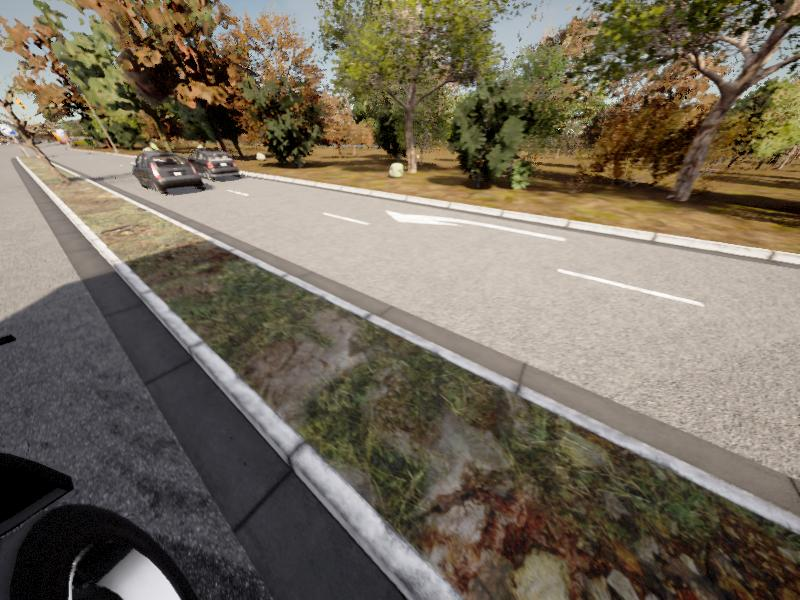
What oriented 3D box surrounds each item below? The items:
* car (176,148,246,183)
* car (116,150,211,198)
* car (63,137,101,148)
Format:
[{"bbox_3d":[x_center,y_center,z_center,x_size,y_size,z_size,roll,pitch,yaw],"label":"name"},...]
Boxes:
[{"bbox_3d":[-11.802,-8.472,14.429,3.705,1.549,1.789,22,41,28],"label":"car"},{"bbox_3d":[-11.513,-6.270,11.259,3.988,1.617,1.851,22,41,28],"label":"car"},{"bbox_3d":[-74.771,-37.174,54.426,1.878,1.987,4.442,13,36,17],"label":"car"}]
